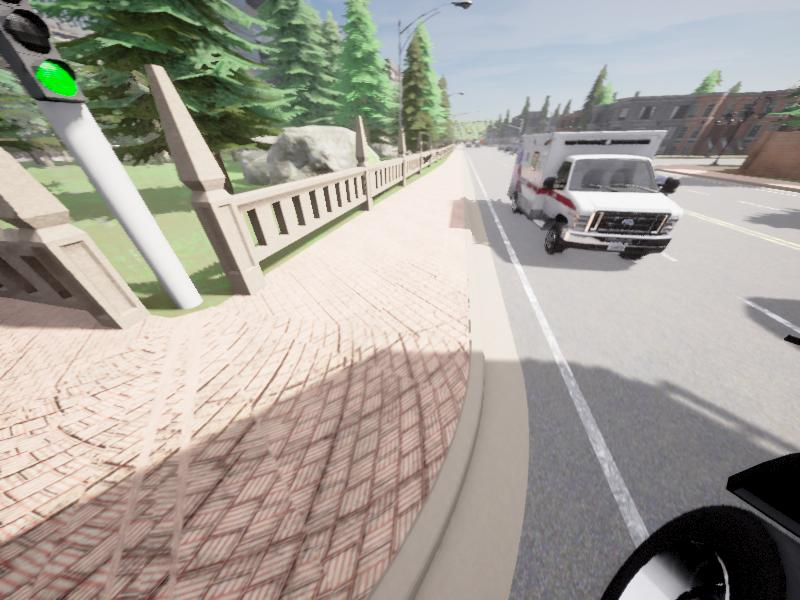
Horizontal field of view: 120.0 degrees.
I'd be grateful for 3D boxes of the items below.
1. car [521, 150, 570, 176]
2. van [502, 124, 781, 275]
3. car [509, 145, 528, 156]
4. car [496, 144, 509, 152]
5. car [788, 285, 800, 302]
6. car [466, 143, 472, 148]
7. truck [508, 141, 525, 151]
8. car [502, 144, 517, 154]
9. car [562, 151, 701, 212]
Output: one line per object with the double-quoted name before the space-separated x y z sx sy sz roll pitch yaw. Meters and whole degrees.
"car" 11.752 -11.365 19.041 2.007 1.525 4.514 6 35 10
"van" 4.994 -3.400 6.767 2.351 2.431 6.366 6 35 10
"car" 21.373 -27.238 41.980 1.882 1.535 5.008 6 35 10
"car" 25.387 -37.697 57.264 2.033 1.411 5.357 6 35 10
"car" 7.203 0.545 1.456 1.932 1.855 4.605 6 35 10
"car" 26.499 -59.322 88.772 2.033 1.411 5.357 6 35 10
"truck" 29.295 -38.891 58.311 2.390 2.098 6.274 6 35 10
"car" 23.293 -32.252 49.289 1.837 1.490 4.892 6 35 10
"car" 9.432 -5.405 10.160 2.097 1.767 4.553 6 35 10
